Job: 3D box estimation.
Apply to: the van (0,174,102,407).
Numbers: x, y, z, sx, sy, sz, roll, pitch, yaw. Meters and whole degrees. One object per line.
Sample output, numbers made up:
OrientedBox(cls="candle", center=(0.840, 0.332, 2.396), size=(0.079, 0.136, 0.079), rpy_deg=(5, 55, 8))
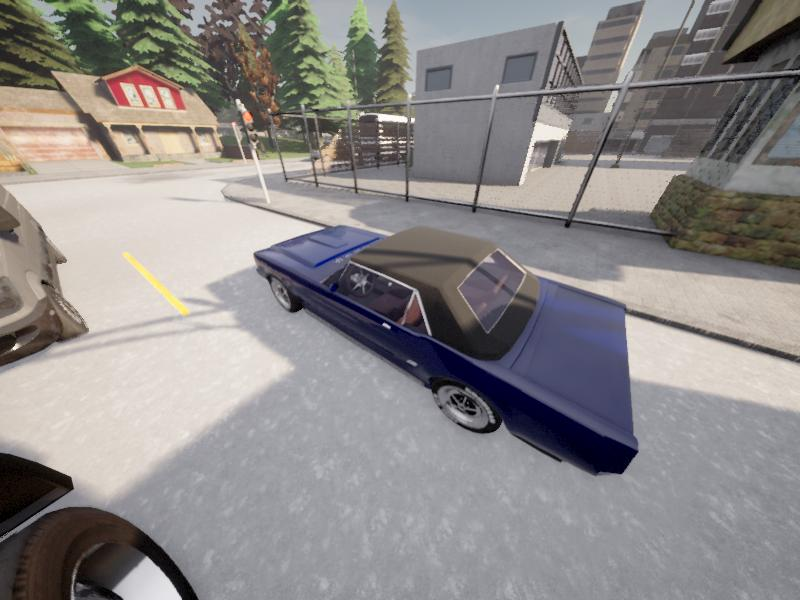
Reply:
OrientedBox(cls="van", center=(-6.592, -0.864, 2.901), size=(5.915, 2.561, 1.988), rpy_deg=(24, 41, 30))

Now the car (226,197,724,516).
OrientedBox(cls="car", center=(0.000, -0.209, 3.090), size=(4.718, 1.301, 1.895), rpy_deg=(24, 41, 29))

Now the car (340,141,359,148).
OrientedBox(cls="car", center=(-14.216, -44.038, 65.332), size=(5.238, 1.638, 1.930), rpy_deg=(23, 41, 28))

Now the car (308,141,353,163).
OrientedBox(cls="car", center=(-7.660, -16.732, 26.001), size=(1.932, 1.855, 4.605), rpy_deg=(22, 40, 27))

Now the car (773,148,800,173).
OrientedBox(cls="car", center=(33.856, -11.521, 19.051), size=(1.789, 1.547, 3.705), rpy_deg=(23, 41, 28))

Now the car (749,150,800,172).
OrientedBox(cls="car", center=(34.117, -11.514, 19.168), size=(5.357, 1.415, 2.033), rpy_deg=(23, 41, 28))

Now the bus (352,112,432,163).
OrientedBox(cls="bus", center=(-0.499, -19.467, 27.875), size=(3.944, 4.253, 10.273), rpy_deg=(22, 41, 28))

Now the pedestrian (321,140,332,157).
OrientedBox(cls="pedestrian", center=(-9.757, -20.149, 30.633), size=(0.751, 1.860, 0.751), rpy_deg=(23, 41, 28))

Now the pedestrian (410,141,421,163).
OrientedBox(cls="pedestrian", center=(1.601, -15.068, 23.495), size=(0.751, 1.860, 0.751), rpy_deg=(-21, 40, -27))

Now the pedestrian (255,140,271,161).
OrientedBox(cls="pedestrian", center=(-14.759, -16.133, 24.893), size=(0.751, 1.860, 0.751), rpy_deg=(22, 40, 27))

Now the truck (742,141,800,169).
OrientedBox(cls="truck", center=(36.556, -13.561, 21.550), size=(4.478, 2.038, 2.069), rpy_deg=(23, 41, 28))
